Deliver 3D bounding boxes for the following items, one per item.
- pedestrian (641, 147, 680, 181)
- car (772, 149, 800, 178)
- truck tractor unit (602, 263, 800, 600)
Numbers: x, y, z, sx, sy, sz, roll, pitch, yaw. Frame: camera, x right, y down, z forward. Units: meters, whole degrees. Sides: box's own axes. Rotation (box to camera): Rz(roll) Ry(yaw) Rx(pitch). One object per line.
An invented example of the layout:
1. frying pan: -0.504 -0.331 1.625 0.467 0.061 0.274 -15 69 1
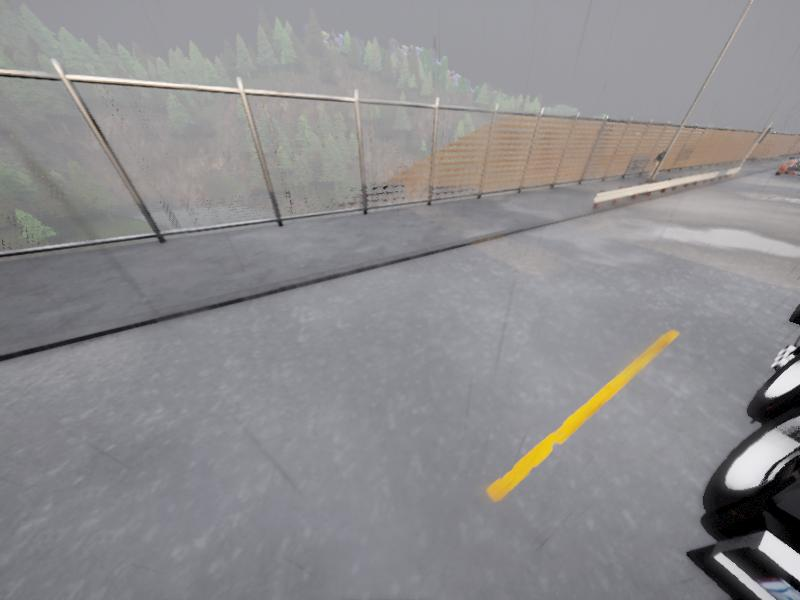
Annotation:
1. pedestrian: 16.927 -8.866 15.048 0.751 1.860 0.751 -17 39 -24
2. car: 32.360 -10.794 18.229 4.553 1.767 2.097 -18 39 -24
3. truck tractor unit: 5.111 -0.298 0.792 6.516 4.208 3.053 -18 39 -24
